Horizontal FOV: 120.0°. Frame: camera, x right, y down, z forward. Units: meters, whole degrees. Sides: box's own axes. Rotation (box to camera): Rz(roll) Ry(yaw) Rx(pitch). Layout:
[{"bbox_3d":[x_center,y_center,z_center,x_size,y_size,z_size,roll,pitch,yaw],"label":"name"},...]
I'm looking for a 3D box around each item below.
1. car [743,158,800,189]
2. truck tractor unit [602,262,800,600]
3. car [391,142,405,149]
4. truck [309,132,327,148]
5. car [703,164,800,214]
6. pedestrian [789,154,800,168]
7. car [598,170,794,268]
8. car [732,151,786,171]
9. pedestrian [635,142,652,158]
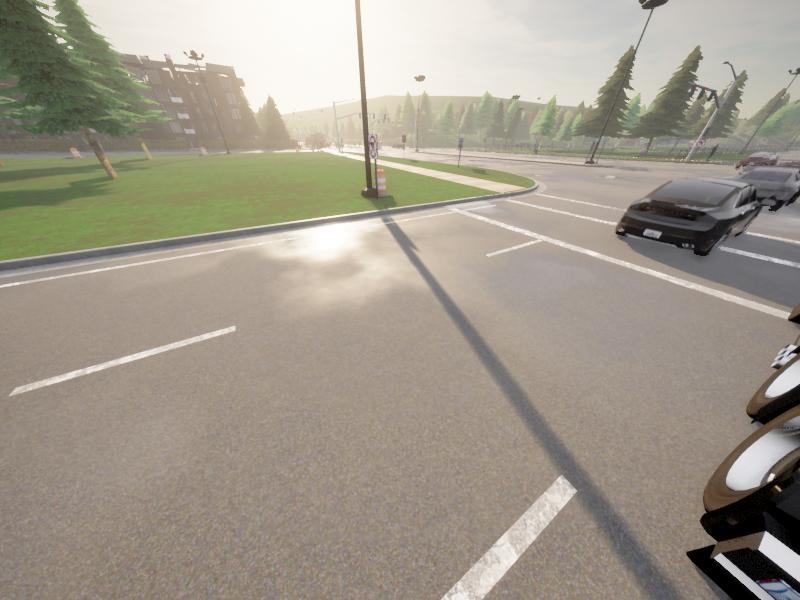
[{"bbox_3d":[24.048,-7.297,13.451,1.994,1.385,4.181,-18,39,-24],"label":"car"},{"bbox_3d":[5.106,-0.306,0.786,6.516,4.208,3.053,-18,39,-24],"label":"truck tractor unit"},{"bbox_3d":[-0.599,-45.785,68.312,1.930,1.638,5.238,-18,39,-24],"label":"car"},{"bbox_3d":[-26.220,-50.982,73.684,2.891,3.827,8.468,-18,39,-25],"label":"truck"},{"bbox_3d":[15.776,-4.946,10.016,4.181,1.385,1.994,-18,39,-24],"label":"car"},{"bbox_3d":[42.067,-14.857,23.959,0.751,1.860,0.751,-8,36,-12],"label":"pedestrian"},{"bbox_3d":[8.013,-2.456,6.275,4.892,1.490,1.837,-18,39,-24],"label":"car"},{"bbox_3d":[34.756,-13.500,22.370,4.674,1.442,1.812,-18,39,-25],"label":"car"},{"bbox_3d":[35.802,-22.025,33.947,0.751,1.860,0.751,-15,38,-21],"label":"pedestrian"}]
